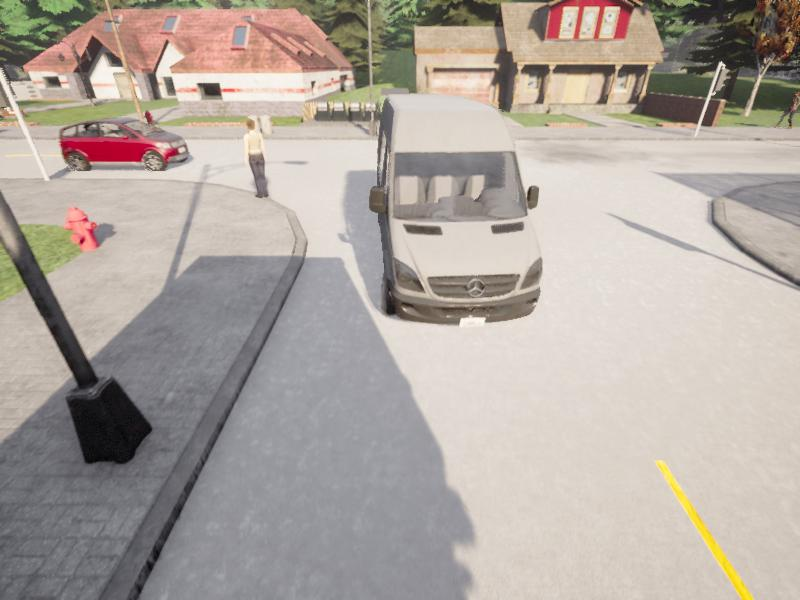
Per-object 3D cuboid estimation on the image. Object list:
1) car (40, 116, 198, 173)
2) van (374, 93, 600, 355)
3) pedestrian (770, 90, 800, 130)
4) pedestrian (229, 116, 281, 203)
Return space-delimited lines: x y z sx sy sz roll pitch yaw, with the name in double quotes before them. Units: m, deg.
"car" -9.244 -5.277 13.502 3.705 1.549 1.789 0 30 1
"van" 0.641 -1.949 6.837 1.988 2.561 5.915 -2 30 -4
"pedestrian" 20.539 -9.988 21.021 0.751 1.860 0.751 0 30 0
"pedestrian" -3.541 -3.463 9.842 0.751 1.860 0.751 -17 34 -27
